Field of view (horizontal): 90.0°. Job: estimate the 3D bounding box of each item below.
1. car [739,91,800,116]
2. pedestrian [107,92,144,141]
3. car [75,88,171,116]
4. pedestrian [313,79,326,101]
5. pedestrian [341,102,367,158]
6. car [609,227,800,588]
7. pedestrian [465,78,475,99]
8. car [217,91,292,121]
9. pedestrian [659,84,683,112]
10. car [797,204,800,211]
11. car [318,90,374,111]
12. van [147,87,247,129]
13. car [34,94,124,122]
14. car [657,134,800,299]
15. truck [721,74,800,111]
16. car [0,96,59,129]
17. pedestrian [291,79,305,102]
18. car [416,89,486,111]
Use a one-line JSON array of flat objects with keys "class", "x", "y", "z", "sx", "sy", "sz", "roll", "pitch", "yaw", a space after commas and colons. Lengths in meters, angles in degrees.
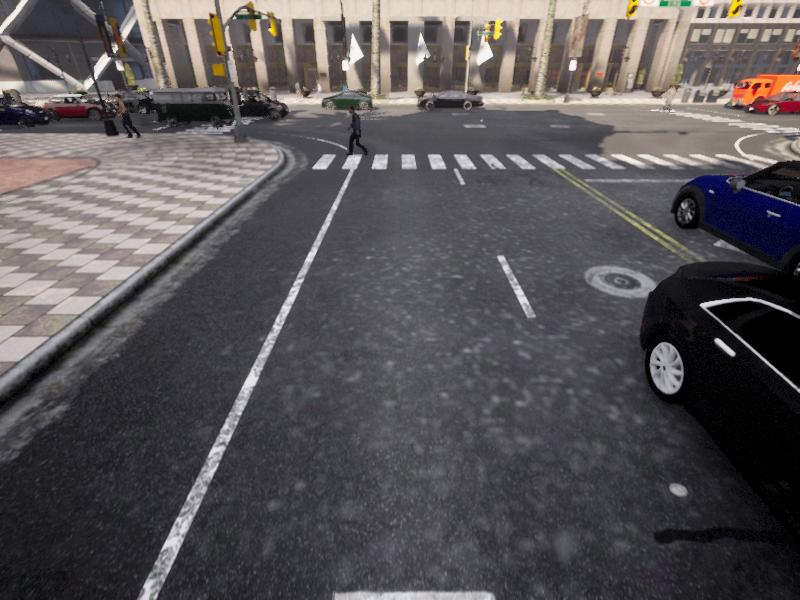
[{"class": "car", "x": 28.092, "y": -14.295, "z": 29.017, "sx": 4.792, "sy": 1.488, "sz": 2.163, "roll": 0, "pitch": 30, "yaw": 0}, {"class": "pedestrian", "x": -12.216, "y": -8.184, "z": 17.830, "sx": 0.751, "sy": 1.860, "sz": 0.751, "roll": -22, "pitch": 37, "yaw": -32}, {"class": "car", "x": -19.957, "y": -14.411, "z": 29.056, "sx": 5.238, "sy": 1.638, "sz": 1.930, "roll": -2, "pitch": 30, "yaw": -3}, {"class": "pedestrian", "x": -7.579, "y": -19.749, "z": 37.627, "sx": 0.751, "sy": 1.860, "sz": 0.751, "roll": -24, "pitch": 38, "yaw": -35}, {"class": "pedestrian", "x": -1.707, "y": -6.419, "z": 15.111, "sx": 0.751, "sy": 1.860, "sz": 0.751, "roll": 2, "pitch": 30, "yaw": 3}, {"class": "car", "x": 3.614, "y": 1.066, "z": 2.709, "sx": 1.837, "sy": 1.490, "sz": 4.892, "roll": 0, "pitch": 30, "yaw": 1}, {"class": "pedestrian", "x": 6.954, "y": -21.040, "z": 39.837, "sx": 0.751, "sy": 1.860, "sz": 0.751, "roll": 1, "pitch": 30, "yaw": 2}, {"class": "car", "x": -9.405, "y": -12.687, "z": 26.140, "sx": 3.988, "sy": 1.617, "sz": 1.851, "roll": 0, "pitch": 30, "yaw": 0}, {"class": "pedestrian", "x": 20.474, "y": -15.279, "z": 30.278, "sx": 0.751, "sy": 1.860, "sz": 0.751, "roll": 0, "pitch": 30, "yaw": 0}, {"class": "car", "x": 10.584, "y": -1.928, "z": 7.799, "sx": 1.845, "sy": 1.501, "sz": 3.633, "roll": 0, "pitch": 30, "yaw": 0}, {"class": "car", "x": -4.239, "y": -16.135, "z": 32.279, "sx": 4.181, "sy": 1.385, "sz": 1.994, "roll": 0, "pitch": 30, "yaw": 0}, {"class": "van", "x": -11.432, "y": -10.985, "z": 22.852, "sx": 4.442, "sy": 1.987, "sz": 1.775, "roll": 1, "pitch": 30, "yaw": 2}, {"class": "car", "x": -20.573, "y": -12.438, "z": 25.841, "sx": 3.806, "sy": 1.475, "sz": 1.970, "roll": -3, "pitch": 30, "yaw": -5}, {"class": "car", "x": 7.077, "y": -1.615, "z": 7.001, "sx": 2.097, "sy": 1.767, "sz": 4.553, "roll": 0, "pitch": 30, "yaw": 0}, {"class": "truck", "x": 29.481, "y": -16.481, "z": 31.781, "sx": 5.204, "sy": 2.467, "sz": 2.627, "roll": 0, "pitch": 30, "yaw": 0}, {"class": "car", "x": -22.190, "y": -10.630, "z": 22.696, "sx": 3.633, "sy": 1.501, "sz": 1.845, "roll": -4, "pitch": 31, "yaw": -7}, {"class": "pedestrian", "x": -9.358, "y": -19.258, "z": 36.787, "sx": 0.751, "sy": 1.860, "sz": 0.751, "roll": 23, "pitch": 37, "yaw": 34}, {"class": "car", "x": 4.020, "y": -16.115, "z": 32.218, "sx": 5.357, "sy": 1.411, "sz": 2.033, "roll": 0, "pitch": 30, "yaw": 0}]
